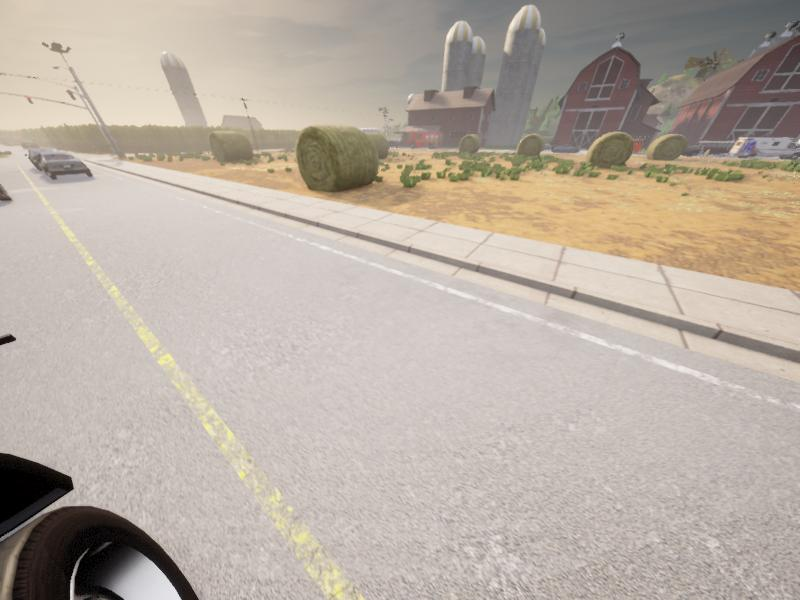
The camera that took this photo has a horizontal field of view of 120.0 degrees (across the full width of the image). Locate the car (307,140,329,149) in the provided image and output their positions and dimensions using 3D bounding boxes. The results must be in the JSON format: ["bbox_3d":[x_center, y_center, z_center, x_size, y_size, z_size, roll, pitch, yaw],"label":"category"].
[{"bbox_3d":[-19.679,-37.374,55.437,2.097,1.767,4.553,20,40,26],"label":"car"}]

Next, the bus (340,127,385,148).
[{"bbox_3d":[-9.329,-41.408,59.062,10.273,4.253,3.944,2,35,3],"label":"bus"}]

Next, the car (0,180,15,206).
[{"bbox_3d":[-17.831,-4.648,9.236,4.181,1.385,1.994,22,41,28],"label":"car"}]

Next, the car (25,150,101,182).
[{"bbox_3d":[-22.536,-9.026,15.408,5.357,1.411,2.033,22,41,28],"label":"car"}]

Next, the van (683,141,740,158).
[{"bbox_3d":[47.358,-23.051,35.276,4.442,1.987,1.775,20,39,25],"label":"van"}]

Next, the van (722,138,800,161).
[{"bbox_3d":[49.210,-20.230,30.888,6.366,2.431,2.351,19,39,25],"label":"van"}]

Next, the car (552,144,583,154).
[{"bbox_3d":[29.518,-26.716,40.878,4.181,1.385,1.994,19,40,25],"label":"car"}]

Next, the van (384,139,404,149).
[{"bbox_3d":[-1.515,-40.240,59.360,4.480,2.038,2.069,20,39,25],"label":"van"}]

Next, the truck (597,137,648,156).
[{"bbox_3d":[35.830,-24.944,37.471,5.204,2.467,2.627,19,39,25],"label":"truck"}]

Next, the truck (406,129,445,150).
[{"bbox_3d":[5.970,-38.342,55.159,8.468,3.827,2.891,19,39,25],"label":"truck"}]

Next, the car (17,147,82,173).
[{"bbox_3d":[-28.575,-11.512,18.829,4.792,1.488,2.163,22,41,28],"label":"car"}]
